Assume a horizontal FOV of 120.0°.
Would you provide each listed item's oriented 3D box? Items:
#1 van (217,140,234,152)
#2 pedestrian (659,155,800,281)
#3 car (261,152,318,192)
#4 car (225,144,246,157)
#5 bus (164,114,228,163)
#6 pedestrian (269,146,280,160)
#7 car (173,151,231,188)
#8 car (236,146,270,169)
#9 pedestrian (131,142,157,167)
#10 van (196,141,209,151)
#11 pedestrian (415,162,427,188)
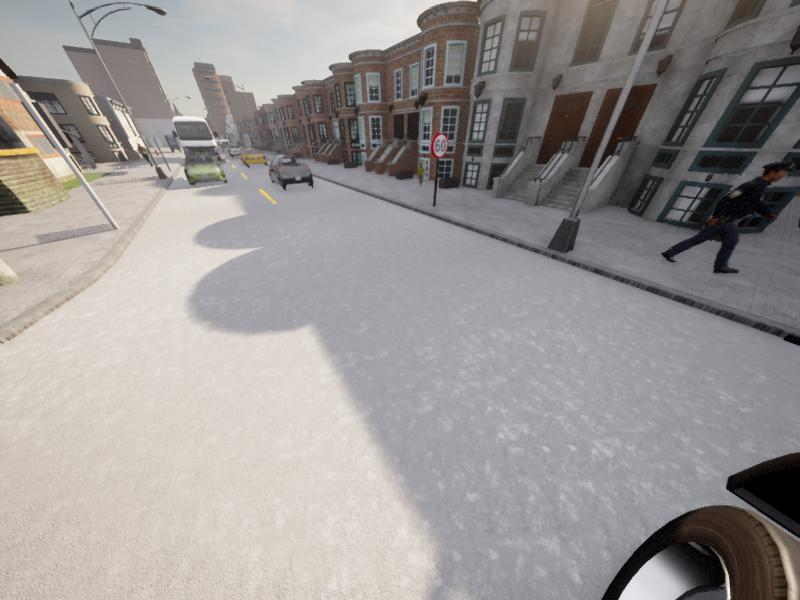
[{"bbox_3d":[-35.939,-31.818,47.601,2.069,2.038,4.480,-22,41,-28],"label":"van"},{"bbox_3d":[5.737,-1.388,3.997,0.751,1.860,0.751,-16,38,-22],"label":"pedestrian"},{"bbox_3d":[-6.290,-7.318,13.009,1.845,1.501,3.633,-22,41,-27],"label":"car"},{"bbox_3d":[-24.513,-22.268,34.395,1.970,1.475,3.806,-22,40,-27],"label":"car"},{"bbox_3d":[-24.858,-19.865,28.580,3.944,4.253,10.273,-22,41,-28],"label":"bus"},{"bbox_3d":[-14.755,-17.320,27.233,0.751,1.300,0.751,-12,37,-17],"label":"pedestrian"},{"bbox_3d":[-12.098,-8.155,14.243,2.007,1.525,4.514,-22,41,-28],"label":"car"},{"bbox_3d":[-14.400,-14.007,22.510,1.801,1.575,5.366,-22,40,-27],"label":"car"},{"bbox_3d":[-23.220,-13.212,20.986,0.751,1.860,0.751,23,41,30],"label":"pedestrian"},{"bbox_3d":[-48.116,-37.703,56.396,1.775,1.987,4.442,-22,41,-28],"label":"van"},{"bbox_3d":[1.050,-6.245,11.581,0.500,1.100,0.500,0,35,1],"label":"pedestrian"}]
